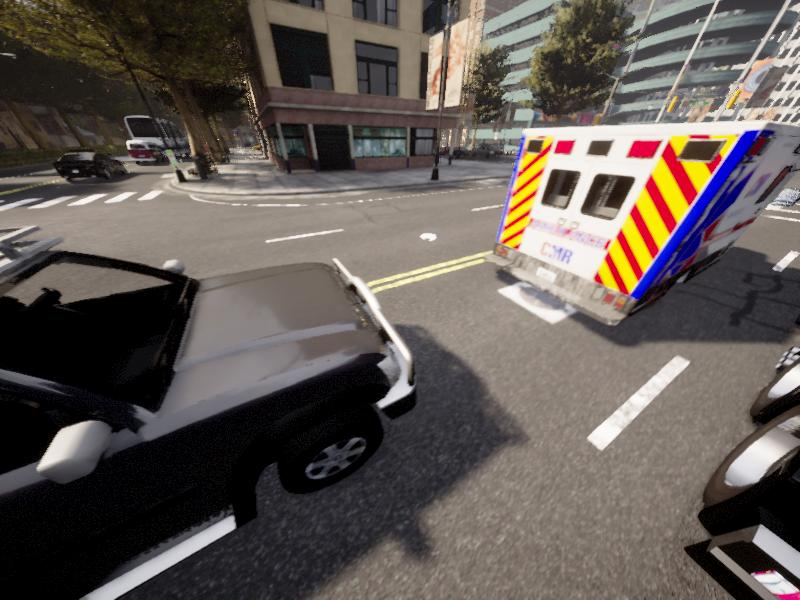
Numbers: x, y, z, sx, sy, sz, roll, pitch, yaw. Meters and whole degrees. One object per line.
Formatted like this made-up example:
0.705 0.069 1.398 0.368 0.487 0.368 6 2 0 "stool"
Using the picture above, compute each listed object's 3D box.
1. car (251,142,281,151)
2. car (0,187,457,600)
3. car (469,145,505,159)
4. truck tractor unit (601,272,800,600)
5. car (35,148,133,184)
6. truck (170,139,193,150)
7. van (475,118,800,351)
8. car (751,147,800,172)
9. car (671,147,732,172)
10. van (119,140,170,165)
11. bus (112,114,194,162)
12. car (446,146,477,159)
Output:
-29.226 -33.547 50.536 5.366 1.575 1.801 -18 39 -24 "car"
-2.212 0.645 1.414 4.605 1.855 1.932 -17 39 -23 "car"
13.290 -22.961 35.670 2.242 1.667 4.611 -17 38 -23 "car"
5.124 -0.286 0.770 6.516 4.208 3.053 -18 38 -24 "truck tractor unit"
-20.437 -9.054 15.375 1.930 1.638 5.238 -18 39 -24 "car"
-50.216 -35.929 53.290 2.390 2.098 6.274 -17 39 -24 "truck"
4.904 -1.769 4.474 6.366 2.431 2.351 -17 38 -23 "van"
37.138 -13.761 22.504 4.605 1.855 1.932 -18 39 -23 "car"
28.480 -13.369 21.858 4.605 1.855 1.932 -17 38 -23 "car"
-26.550 -15.516 24.241 2.069 2.038 4.480 -17 38 -24 "van"
-30.947 -20.826 29.898 3.944 4.253 10.273 -17 39 -24 "bus"
9.356 -22.867 35.693 1.812 1.442 4.674 -17 39 -24 "car"
